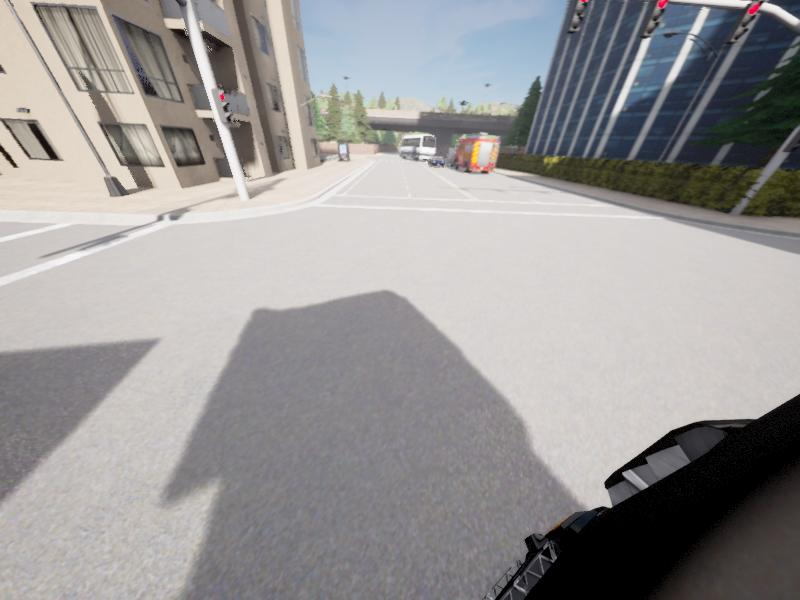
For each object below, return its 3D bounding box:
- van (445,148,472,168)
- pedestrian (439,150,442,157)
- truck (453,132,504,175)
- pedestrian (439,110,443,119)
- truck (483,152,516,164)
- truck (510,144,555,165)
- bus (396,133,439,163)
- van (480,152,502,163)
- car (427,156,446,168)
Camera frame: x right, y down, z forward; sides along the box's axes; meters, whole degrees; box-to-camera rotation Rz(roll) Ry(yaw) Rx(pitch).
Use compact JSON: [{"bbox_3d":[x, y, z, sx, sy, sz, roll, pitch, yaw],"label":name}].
[{"bbox_3d":[8.888,-22.233,36.053,2.351,2.431,6.366,1,33,-2],"label":"van"},{"bbox_3d":[12.296,-44.338,69.943,0.751,1.860,0.751,1,33,-2],"label":"pedestrian"},{"bbox_3d":[9.068,-17.929,28.284,2.891,3.827,8.468,1,34,-2],"label":"truck"},{"bbox_3d":[12.543,-56.806,70.738,0.751,1.860,0.751,1,33,-3],"label":"pedestrian"},{"bbox_3d":[23.196,-33.253,53.941,6.274,2.098,2.390,1,33,-2],"label":"truck"},{"bbox_3d":[32.435,-35.698,56.730,8.468,3.827,2.891,1,33,-2],"label":"truck"},{"bbox_3d":[3.175,-30.720,46.721,3.944,4.253,10.273,-10,35,-21],"label":"bus"},{"bbox_3d":[22.416,-35.152,56.865,4.442,1.987,1.775,1,33,-2],"label":"van"},{"bbox_3d":[5.401,-20.748,34.583,1.895,1.301,4.718,1,33,-2],"label":"car"}]
